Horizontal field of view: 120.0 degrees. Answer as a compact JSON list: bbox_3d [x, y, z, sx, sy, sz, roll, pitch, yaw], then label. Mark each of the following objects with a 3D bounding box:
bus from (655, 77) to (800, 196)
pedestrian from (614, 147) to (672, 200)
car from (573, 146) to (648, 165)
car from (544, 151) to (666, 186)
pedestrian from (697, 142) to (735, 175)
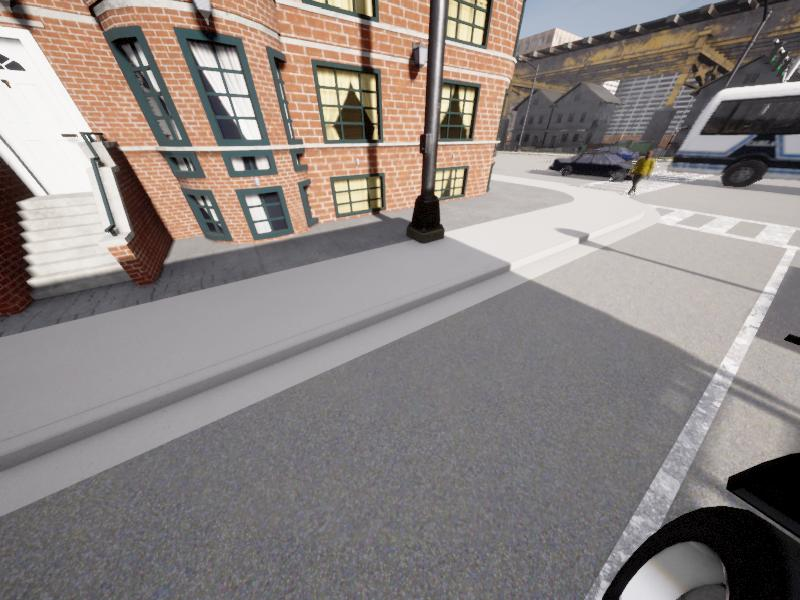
[{"bbox_3d":[19.877,-7.033,10.069,3.944,4.253,10.273,-20,40,-26],"label":"bus"},{"bbox_3d":[10.168,-5.327,9.750,0.751,1.860,0.751,-15,38,-20],"label":"pedestrian"},{"bbox_3d":[21.872,-15.316,24.296,2.033,1.411,5.357,-20,40,-26],"label":"car"},{"bbox_3d":[12.639,-8.578,14.796,2.033,1.411,5.357,-20,40,-26],"label":"car"},{"bbox_3d":[21.642,-9.701,15.880,0.751,1.860,0.751,30,45,35],"label":"pedestrian"}]
